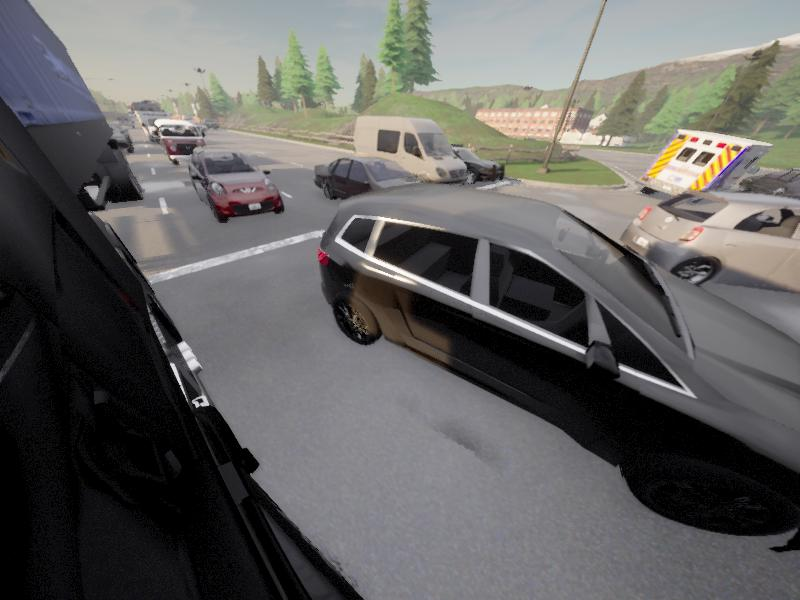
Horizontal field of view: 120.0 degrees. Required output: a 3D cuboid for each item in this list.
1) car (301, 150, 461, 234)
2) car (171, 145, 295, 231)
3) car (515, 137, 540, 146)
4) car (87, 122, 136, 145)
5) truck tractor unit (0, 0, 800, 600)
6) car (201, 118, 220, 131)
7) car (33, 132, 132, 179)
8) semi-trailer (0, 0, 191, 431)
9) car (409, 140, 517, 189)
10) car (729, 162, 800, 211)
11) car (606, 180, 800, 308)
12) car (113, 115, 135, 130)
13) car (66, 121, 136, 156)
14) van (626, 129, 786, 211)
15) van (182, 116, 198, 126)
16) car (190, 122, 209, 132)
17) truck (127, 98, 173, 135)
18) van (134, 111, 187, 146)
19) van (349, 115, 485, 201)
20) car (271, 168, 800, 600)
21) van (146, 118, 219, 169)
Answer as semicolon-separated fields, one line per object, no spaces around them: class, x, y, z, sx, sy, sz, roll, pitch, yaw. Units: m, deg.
car;-0.949;-3.886;7.643;2.033;1.411;5.357;-28;47;-35
car;-4.878;-3.469;6.710;1.845;1.501;3.633;-27;46;-34
car;31.323;-39.173;56.951;1.837;1.490;4.892;-18;41;-25
car;-26.135;-15.271;21.131;2.163;1.488;4.792;-27;46;-33
truck tractor unit;-2.645;-0.295;0.352;6.516;4.208;3.053;28;44;30
car;-43.674;-40.485;53.242;2.150;2.045;5.566;-27;46;-33
car;-14.349;-6.856;10.782;1.994;1.385;4.181;-27;46;-33
semi-trailer;-8.198;-3.909;4.658;2.717;4.402;14.254;-28;47;-34
car;3.080;-7.475;12.511;1.930;1.638;5.238;-29;47;-35
car;19.339;-5.581;11.267;2.033;1.411;5.357;23;41;24
car;6.679;-1.062;4.257;3.633;1.501;1.845;10;37;9
car;-49.551;-31.953;41.569;1.932;1.855;4.605;-27;46;-33
car;-20.246;-11.176;15.925;2.152;1.651;5.027;-27;46;-33
van;14.400;-6.210;10.926;6.366;2.431;2.351;-17;50;-25
van;-66.961;-57.070;73.569;2.351;2.431;6.366;-27;46;-33
car;-39.241;-33.970;45.294;1.970;1.475;3.806;-27;46;-33
truck;-36.134;-26.441;33.459;2.891;3.827;8.468;-27;46;-33
van;-23.250;-16.658;22.389;2.351;2.431;6.366;-28;47;-35
van;0.316;-6.564;10.356;1.988;2.561;5.915;-28;46;-34
car;1.259;-0.136;2.540;4.611;1.667;2.242;23;41;25
van;-12.374;-8.947;13.117;2.069;2.038;4.480;-27;46;-33
